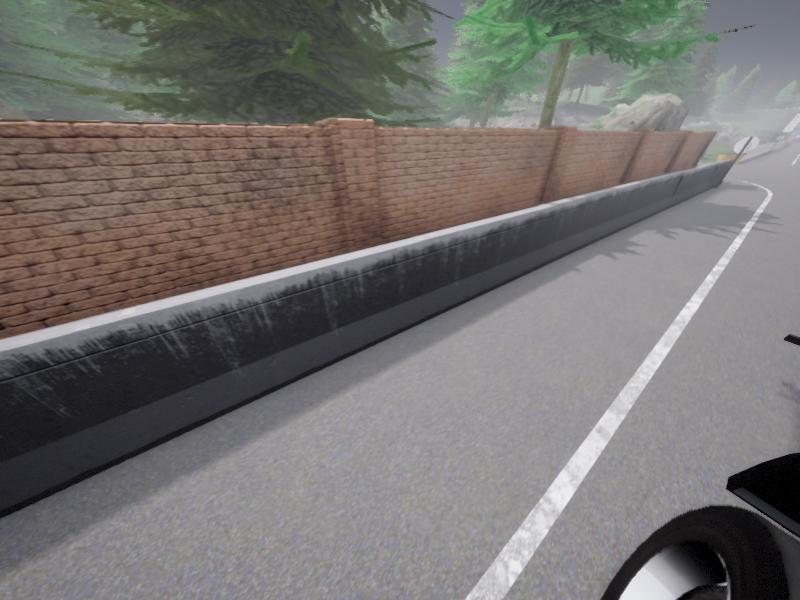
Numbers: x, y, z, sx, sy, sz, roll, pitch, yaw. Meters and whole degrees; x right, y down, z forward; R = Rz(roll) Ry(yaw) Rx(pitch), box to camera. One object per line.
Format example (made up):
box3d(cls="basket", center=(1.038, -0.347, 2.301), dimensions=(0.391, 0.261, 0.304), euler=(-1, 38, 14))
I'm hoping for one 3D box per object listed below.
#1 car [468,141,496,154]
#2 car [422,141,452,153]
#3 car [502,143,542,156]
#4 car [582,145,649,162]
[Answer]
box3d(cls="car", center=(12.725, -23.921, 36.116), dimensions=(1.789, 1.549, 3.705), euler=(-21, 40, -27))
box3d(cls="car", center=(6.116, -25.909, 39.044), dimensions=(2.128, 1.511, 4.902), euler=(-21, 40, -27))
box3d(cls="car", center=(16.554, -20.579, 31.490), dimensions=(1.994, 1.385, 4.181), euler=(-21, 40, -27))
box3d(cls="car", center=(22.359, -15.451, 24.207), dimensions=(1.895, 1.301, 4.718), euler=(-21, 40, -26))
